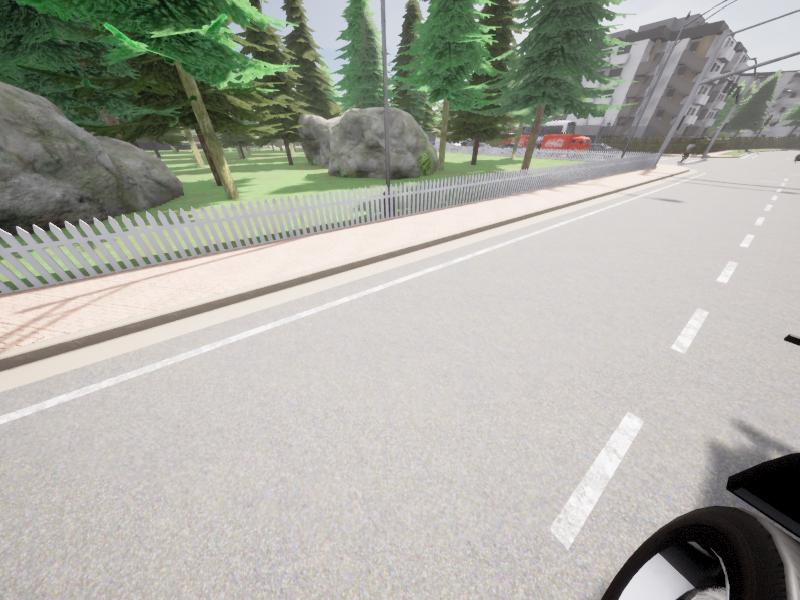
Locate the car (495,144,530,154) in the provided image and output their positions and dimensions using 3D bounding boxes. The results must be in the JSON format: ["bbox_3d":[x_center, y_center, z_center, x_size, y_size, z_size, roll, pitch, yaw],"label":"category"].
[{"bbox_3d":[18.363,-24.908,38.023,1.895,1.301,4.718,-21,40,-26],"label":"car"}]

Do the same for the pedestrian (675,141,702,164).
[{"bbox_3d":[27.903,-14.310,22.377,0.751,1.860,0.751,-18,39,-24],"label":"pedestrian"}]

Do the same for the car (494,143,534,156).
[{"bbox_3d":[16.913,-22.566,34.536,1.837,1.490,4.892,-21,40,-26],"label":"car"}]

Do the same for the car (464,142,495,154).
[{"bbox_3d":[13.344,-25.725,39.045,1.837,1.490,4.892,-21,40,-26],"label":"car"}]

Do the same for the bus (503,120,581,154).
[{"bbox_3d":[24.068,-28.345,40.296,3.944,4.253,10.273,-21,40,-26],"label":"bus"}]

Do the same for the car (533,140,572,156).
[{"bbox_3d":[21.883,-22.033,33.399,1.905,1.878,3.866,-21,40,-26],"label":"car"}]

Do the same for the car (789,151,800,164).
[{"bbox_3d":[40.095,-13.180,21.021,2.007,1.525,4.514,-21,40,-26],"label":"car"}]

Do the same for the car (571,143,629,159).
[{"bbox_3d":[25.191,-18.954,29.336,2.128,1.511,4.902,-21,40,-26],"label":"car"}]

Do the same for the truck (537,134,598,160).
[{"bbox_3d":[20.915,-19.424,29.200,2.627,2.467,5.204,-21,40,-26],"label":"truck"}]

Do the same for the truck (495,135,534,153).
[{"bbox_3d":[20.099,-27.547,40.751,2.627,2.467,5.204,-21,41,-26],"label":"truck"}]
